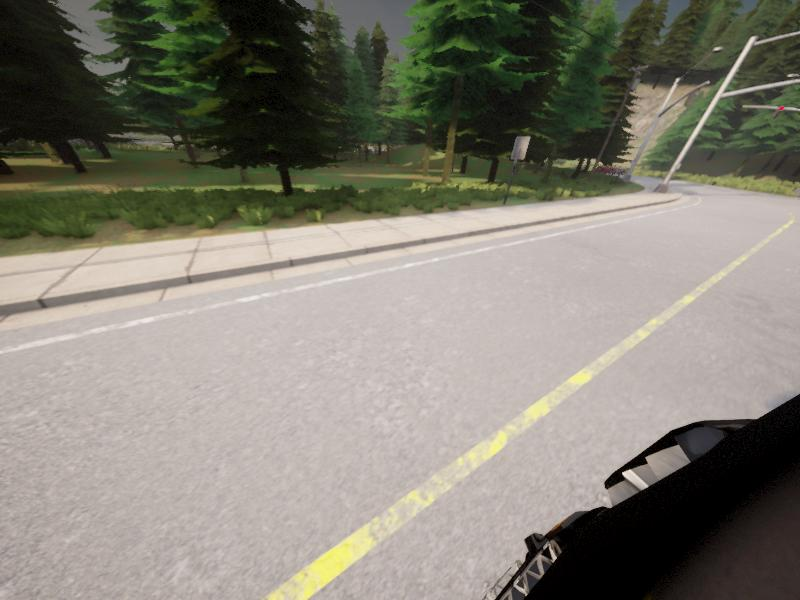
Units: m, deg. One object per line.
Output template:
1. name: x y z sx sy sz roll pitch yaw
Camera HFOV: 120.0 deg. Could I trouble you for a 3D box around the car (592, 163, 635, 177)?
1. car: 30.999 -19.028 33.737 1.994 1.385 4.181 -1 34 -6
